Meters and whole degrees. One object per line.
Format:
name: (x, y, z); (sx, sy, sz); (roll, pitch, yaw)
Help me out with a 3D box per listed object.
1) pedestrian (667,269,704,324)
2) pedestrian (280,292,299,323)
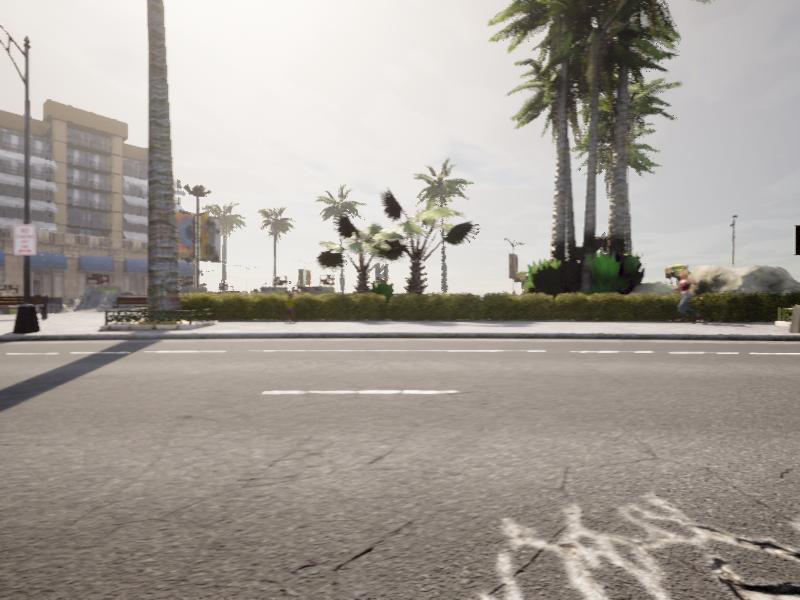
pedestrian: (9.750, -0.117, 13.687); (0.751, 1.860, 0.751); (0, 0, 2)
pedestrian: (-3.912, 0.260, 14.164); (0.500, 1.100, 0.500); (0, 0, 2)
